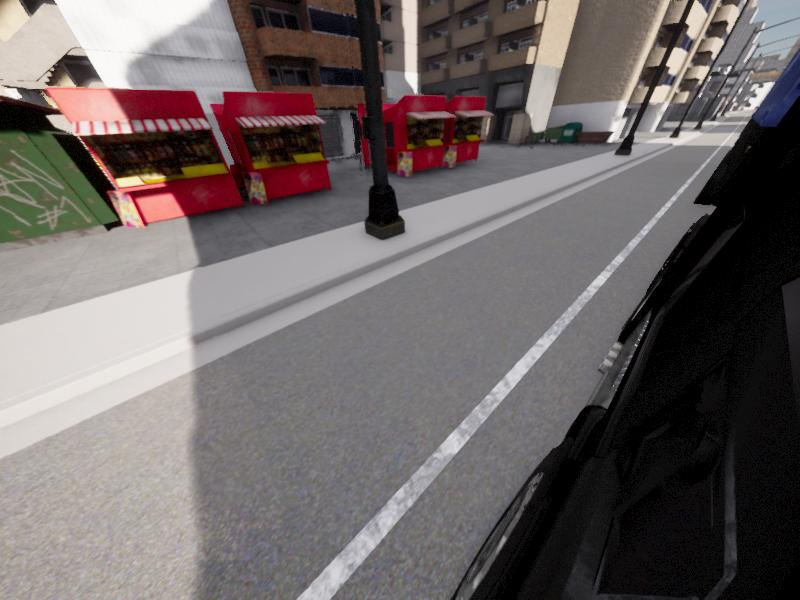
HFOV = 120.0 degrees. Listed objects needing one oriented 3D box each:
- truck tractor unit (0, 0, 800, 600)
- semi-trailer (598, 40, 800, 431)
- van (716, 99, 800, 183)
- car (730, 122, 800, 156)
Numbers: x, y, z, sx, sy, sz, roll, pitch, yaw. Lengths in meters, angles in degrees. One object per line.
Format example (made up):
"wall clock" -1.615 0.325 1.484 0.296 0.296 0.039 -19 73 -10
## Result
"truck tractor unit" 2.645 -0.295 0.351 6.516 4.208 3.053 -28 44 -30
"semi-trailer" 8.677 -3.617 4.253 14.254 4.402 2.717 -28 44 -30
"van" 16.474 -6.934 9.905 6.366 2.431 2.351 -28 44 -31
"car" 24.050 -10.629 15.172 4.902 1.511 2.128 -28 44 -30
